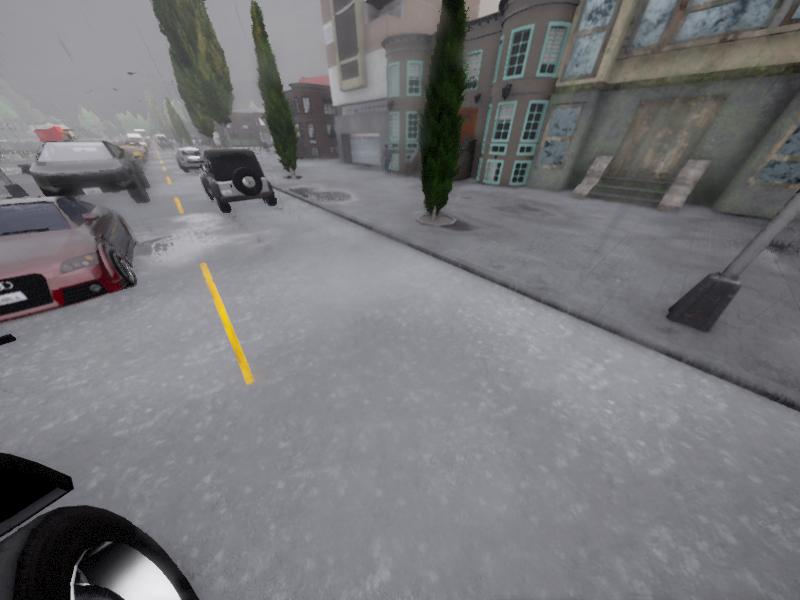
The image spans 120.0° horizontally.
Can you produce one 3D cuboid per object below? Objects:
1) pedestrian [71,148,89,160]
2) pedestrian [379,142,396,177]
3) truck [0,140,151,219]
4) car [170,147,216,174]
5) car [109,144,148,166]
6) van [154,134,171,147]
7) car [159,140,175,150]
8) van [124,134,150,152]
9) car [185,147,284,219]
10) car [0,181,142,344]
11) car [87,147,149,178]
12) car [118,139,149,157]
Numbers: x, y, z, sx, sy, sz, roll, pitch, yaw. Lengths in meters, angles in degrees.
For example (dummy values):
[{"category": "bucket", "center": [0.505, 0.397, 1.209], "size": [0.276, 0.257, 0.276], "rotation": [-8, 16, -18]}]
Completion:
[{"category": "pedestrian", "center": [-33.764, -15.422, 24.415], "size": [0.500, 1.100, 0.500], "rotation": [-9, 36, -13]}, {"category": "pedestrian", "center": [-0.803, -9.130, 15.009], "size": [0.751, 1.860, 0.751], "rotation": [-23, 41, -29]}, {"category": "truck", "center": [-12.639, -5.386, 9.658], "size": [2.390, 2.098, 6.274], "rotation": [-27, 43, -33]}, {"category": "car", "center": [-16.471, -11.151, 18.338], "size": [1.970, 1.475, 3.806], "rotation": [-27, 43, -33]}, {"category": "car", "center": [-27.049, -14.659, 23.169], "size": [1.801, 1.575, 5.366], "rotation": [-27, 43, -33]}, {"category": "van", "center": [-59.516, -39.935, 57.933], "size": [1.988, 2.561, 5.915], "rotation": [-27, 43, -33]}, {"category": "car", "center": [-47.639, -31.701, 47.208], "size": [1.789, 1.549, 3.705], "rotation": [-27, 43, -33]}, {"category": "van", "center": [-47.921, -28.801, 42.226], "size": [1.988, 2.561, 5.915], "rotation": [-27, 43, -33]}, {"category": "car", "center": [-6.392, -4.693, 8.881], "size": [1.905, 1.878, 3.866], "rotation": [-27, 43, -33]}, {"category": "car", "center": [-6.458, -1.020, 4.138], "size": [1.994, 1.385, 4.181], "rotation": [-27, 43, -33]}, {"category": "car", "center": [-20.047, -10.021, 16.695], "size": [2.128, 1.511, 4.902], "rotation": [-27, 43, -33]}, {"category": "car", "center": [-35.406, -20.275, 30.831], "size": [1.932, 1.855, 4.605], "rotation": [-27, 42, -33]}]
